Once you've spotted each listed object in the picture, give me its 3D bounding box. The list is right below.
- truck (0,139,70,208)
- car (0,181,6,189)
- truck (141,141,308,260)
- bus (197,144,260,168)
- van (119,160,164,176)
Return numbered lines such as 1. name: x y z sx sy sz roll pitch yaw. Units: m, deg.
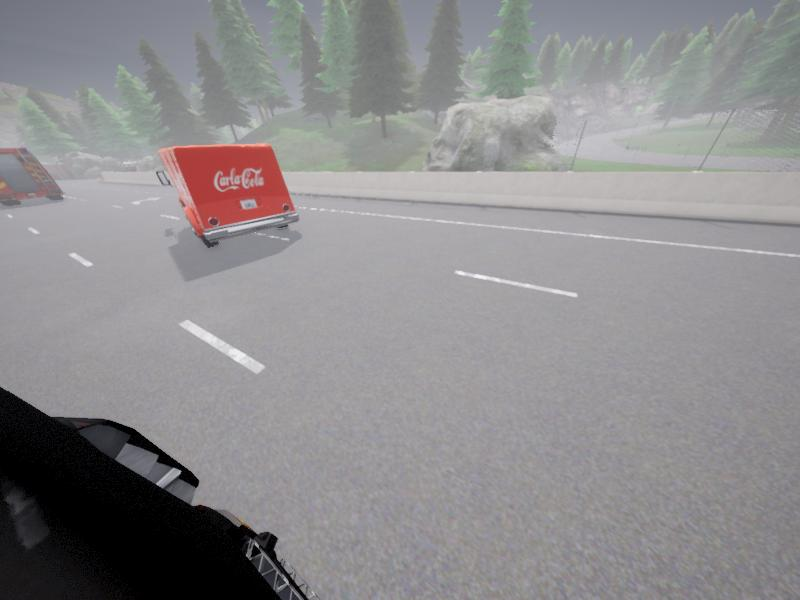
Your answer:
1. truck: -29.718 -9.569 17.445 8.468 3.827 2.891 16 38 26
2. car: -55.816 -15.819 31.181 3.806 1.475 1.970 15 38 26
3. truck: -5.802 -3.535 7.574 5.204 2.467 2.627 27 44 37
4. bus: -39.408 -33.553 53.749 3.944 4.253 10.273 16 38 26
5. van: -45.187 -23.171 40.552 2.069 2.038 4.480 16 38 26
